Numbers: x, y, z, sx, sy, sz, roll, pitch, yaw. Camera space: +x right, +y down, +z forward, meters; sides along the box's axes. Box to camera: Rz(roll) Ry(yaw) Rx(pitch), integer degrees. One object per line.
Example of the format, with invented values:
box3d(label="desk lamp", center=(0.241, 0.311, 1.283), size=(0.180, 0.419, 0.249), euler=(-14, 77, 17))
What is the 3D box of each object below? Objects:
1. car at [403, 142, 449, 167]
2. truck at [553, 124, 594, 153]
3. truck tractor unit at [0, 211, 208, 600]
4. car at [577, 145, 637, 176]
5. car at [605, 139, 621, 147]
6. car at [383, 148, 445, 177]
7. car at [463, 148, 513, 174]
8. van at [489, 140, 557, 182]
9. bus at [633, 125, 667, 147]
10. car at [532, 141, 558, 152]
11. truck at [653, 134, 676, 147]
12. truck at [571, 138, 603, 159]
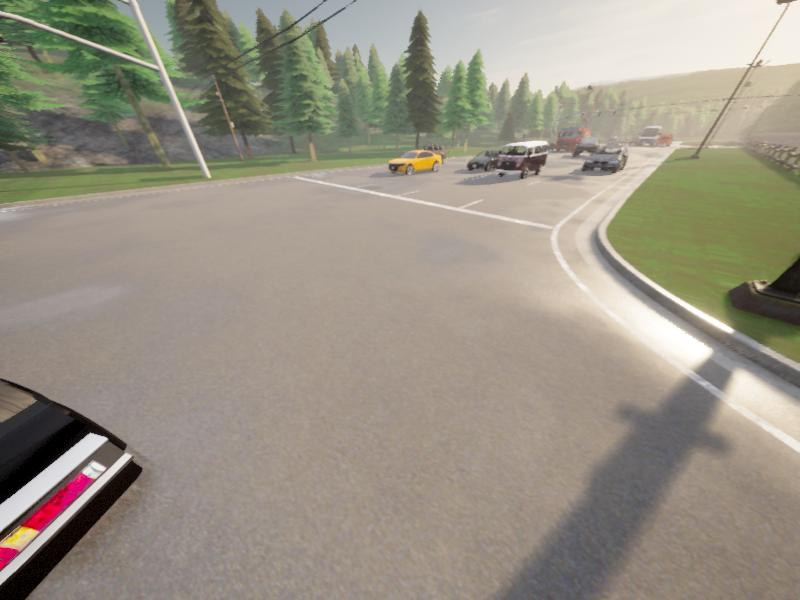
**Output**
box3d(label="car", center=(2.653, -14.611, 23.122), size=(4.605, 1.855, 1.932), euler=(-30, 44, -35))
box3d(label="truck", center=(30.900, -28.715, 41.110), size=(8.468, 3.827, 2.891), euler=(-30, 44, -35))
box3d(label="truck tractor unit", center=(-5.342, 0.058, 0.289), size=(6.516, 4.208, 3.053), euler=(6, 35, 9))
box3d(label="car", center=(15.823, -10.774, 17.642), size=(4.611, 1.667, 2.242), euler=(-30, 44, -35))
box3d(label="car", center=(59.707, -44.129, 64.813), size=(5.027, 1.651, 2.152), euler=(-30, 44, -35))
box3d(label="car", center=(1.212, -10.789, 17.996), size=(1.882, 1.535, 5.008), euler=(29, 45, 35))
box3d(label="car", center=(7.201, -11.404, 18.838), size=(4.193, 1.474, 1.816), euler=(-30, 44, -35))
box3d(label="van", center=(8.265, -9.428, 15.505), size=(4.480, 2.038, 2.069), euler=(-30, 45, -34))
box3d(label="bus", center=(65.031, -42.639, 60.068), size=(10.273, 4.253, 3.944), euler=(-30, 44, -35))
box3d(label="car", center=(26.484, -28.102, 42.217), size=(5.027, 1.651, 2.152), euler=(-30, 44, -35))
box3d(label="truck", center=(63.821, -38.493, 55.735), size=(5.204, 2.467, 2.627), euler=(-30, 44, -35))
box3d(label="truck", center=(24.472, -19.889, 30.131), size=(2.390, 2.098, 6.274), euler=(23, 41, 29))
